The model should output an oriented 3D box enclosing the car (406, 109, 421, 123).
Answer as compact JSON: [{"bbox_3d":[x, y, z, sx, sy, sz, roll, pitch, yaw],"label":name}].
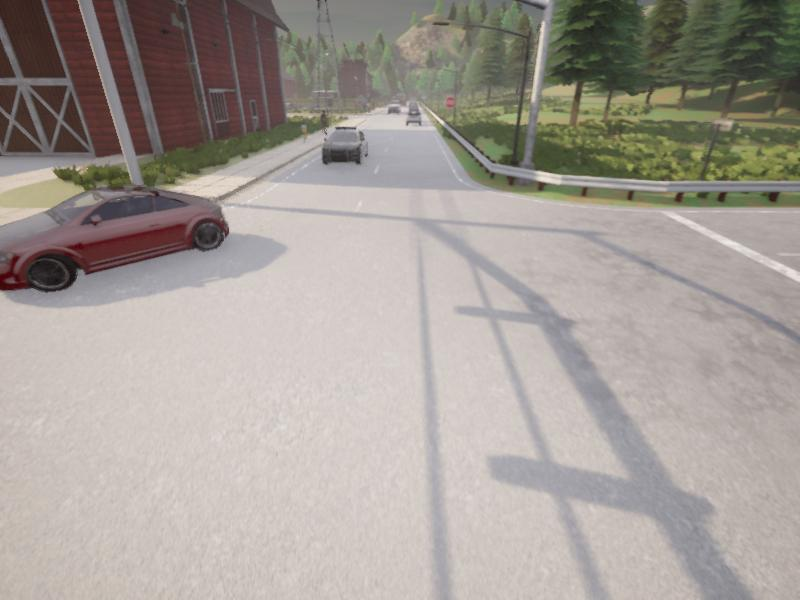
[{"bbox_3d":[1.729,-23.488,50.901,1.812,1.442,4.674,1,27,1],"label":"car"}]

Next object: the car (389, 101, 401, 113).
[{"bbox_3d":[-0.915,-37.614,77.808,2.150,2.045,5.566,1,27,1],"label":"car"}]

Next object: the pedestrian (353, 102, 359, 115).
[{"bbox_3d":[-7.182,-31.443,65.574,0.751,1.860,0.751,1,27,2],"label":"pedestrian"}]

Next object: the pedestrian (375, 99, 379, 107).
[{"bbox_3d":[-6.000,-51.110,103.949,0.751,1.860,0.751,8,28,15],"label":"pedestrian"}]

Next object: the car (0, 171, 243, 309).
[{"bbox_3d":[-5.716,-1.478,7.989,1.994,1.385,4.181,23,35,36],"label":"car"}]

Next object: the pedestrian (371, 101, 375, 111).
[{"bbox_3d":[-5.362,-38.696,79.727,0.751,1.860,0.751,-4,27,-8],"label":"pedestrian"}]

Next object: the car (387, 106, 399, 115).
[{"bbox_3d":[-1.191,-32.819,69.268,1.895,1.301,4.718,1,27,1],"label":"car"}]

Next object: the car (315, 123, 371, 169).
[{"bbox_3d":[-2.738,-7.955,20.373,1.930,1.638,5.238,1,28,1],"label":"car"}]

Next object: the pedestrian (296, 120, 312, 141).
[{"bbox_3d":[-6.634,-11.731,27.725,0.751,1.300,0.751,0,27,1],"label":"pedestrian"}]

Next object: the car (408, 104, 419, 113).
[{"bbox_3d":[2.550,-36.696,76.737,1.994,1.385,4.181,1,27,1],"label":"car"}]

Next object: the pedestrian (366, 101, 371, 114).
[{"bbox_3d":[-5.381,-33.272,69.144,0.751,1.860,0.751,-2,27,-3],"label":"pedestrian"}]

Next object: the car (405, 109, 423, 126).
[{"bbox_3d":[1.543,-20.500,44.891,1.851,1.617,3.988,1,27,1],"label":"car"}]

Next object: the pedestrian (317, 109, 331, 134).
[{"bbox_3d":[-6.215,-14.603,32.717,0.751,1.860,0.751,3,27,6],"label":"pedestrian"}]
